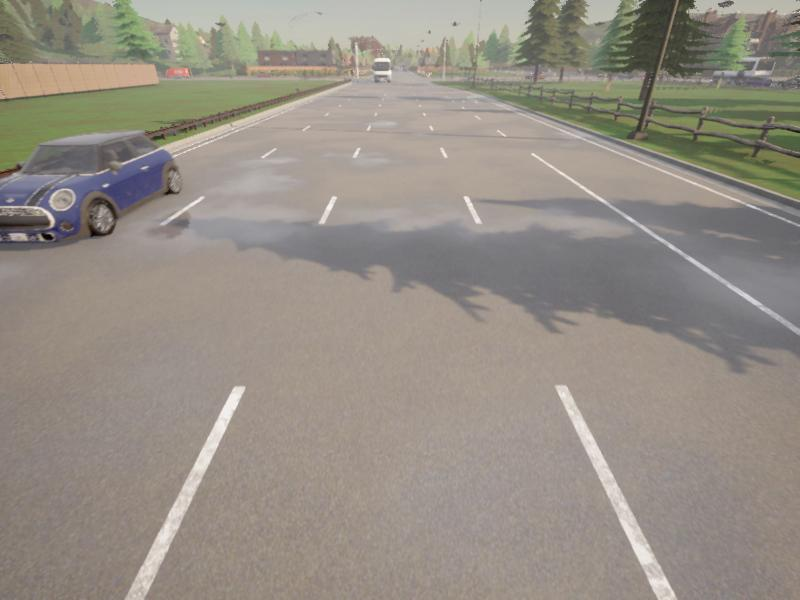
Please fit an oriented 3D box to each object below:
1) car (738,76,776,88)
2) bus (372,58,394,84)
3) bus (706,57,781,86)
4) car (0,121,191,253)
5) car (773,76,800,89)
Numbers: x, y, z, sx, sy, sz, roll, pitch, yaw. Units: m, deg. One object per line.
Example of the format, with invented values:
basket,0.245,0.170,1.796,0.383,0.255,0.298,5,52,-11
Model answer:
car,57.715,-35.313,64.842,2.007,1.525,4.514,0,30,0
bus,-3.370,-46.540,81.229,3.944,4.253,10.273,0,30,0
bus,61.125,-40.971,71.733,3.944,4.253,10.273,0,30,0
car,-6.992,-2.795,8.981,2.097,1.767,4.553,0,30,0
car,61.204,-33.708,61.919,1.930,1.638,5.238,0,30,0
